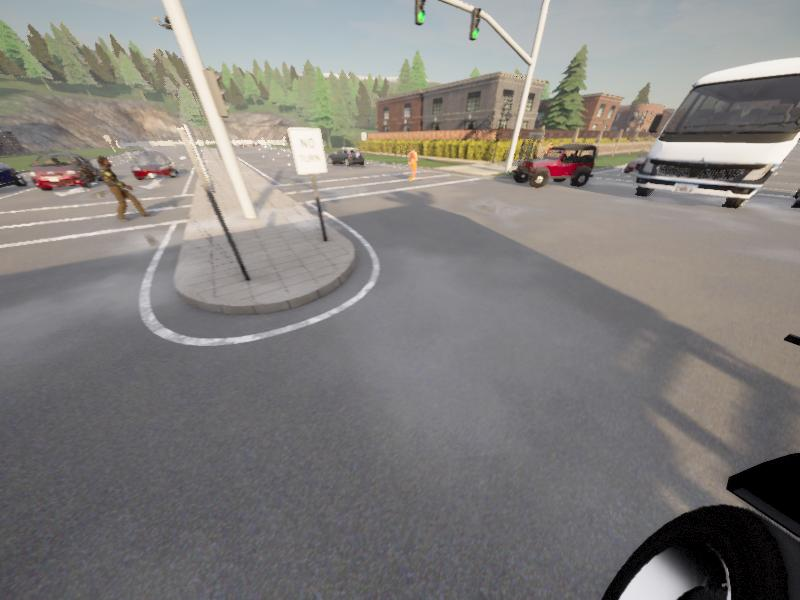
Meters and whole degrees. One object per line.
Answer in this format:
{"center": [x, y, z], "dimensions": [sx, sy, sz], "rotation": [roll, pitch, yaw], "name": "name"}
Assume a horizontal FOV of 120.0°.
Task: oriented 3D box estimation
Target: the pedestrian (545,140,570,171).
{"center": [11.526, -10.624, 16.945], "dimensions": [0.751, 1.860, 0.751], "rotation": [29, 45, 35], "name": "pedestrian"}

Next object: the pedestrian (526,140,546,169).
{"center": [10.545, -11.358, 17.994], "dimensions": [0.751, 1.860, 0.751], "rotation": [11, 37, 15], "name": "pedestrian"}

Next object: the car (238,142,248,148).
{"center": [-45.836, -45.399, 67.520], "dimensions": [1.895, 1.301, 4.718], "rotation": [-16, 38, -21], "name": "car"}

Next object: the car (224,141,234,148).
{"center": [-47.865, -43.476, 64.642], "dimensions": [1.837, 1.490, 4.892], "rotation": [-19, 39, -24], "name": "car"}

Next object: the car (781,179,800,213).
{"center": [16.364, -4.146, 8.329], "dimensions": [4.902, 1.511, 2.128], "rotation": [-22, 41, -28], "name": "car"}

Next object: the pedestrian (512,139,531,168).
{"center": [9.384, -11.313, 17.865], "dimensions": [0.751, 1.860, 0.751], "rotation": [10, 37, 15], "name": "pedestrian"}

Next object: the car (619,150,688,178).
{"center": [17.772, -9.614, 16.191], "dimensions": [4.181, 1.385, 1.994], "rotation": [-22, 40, -27], "name": "car"}

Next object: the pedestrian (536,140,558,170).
{"center": [11.051, -10.944, 17.402], "dimensions": [0.751, 1.860, 0.751], "rotation": [25, 42, 31], "name": "pedestrian"}

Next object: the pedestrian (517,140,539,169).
{"center": [9.950, -11.367, 18.011], "dimensions": [0.751, 1.860, 0.751], "rotation": [-23, 41, -29], "name": "pedestrian"}

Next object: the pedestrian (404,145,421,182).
{"center": [0.757, -8.219, 13.894], "dimensions": [0.751, 1.860, 0.751], "rotation": [15, 38, 21], "name": "pedestrian"}

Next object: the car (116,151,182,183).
{"center": [-17.192, -9.452, 16.167], "dimensions": [2.163, 1.488, 4.792], "rotation": [-22, 40, -27], "name": "car"}

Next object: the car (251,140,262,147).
{"center": [-44.006, -48.033, 70.822], "dimensions": [2.097, 1.767, 4.553], "rotation": [-14, 37, -18], "name": "car"}

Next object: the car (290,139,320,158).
{"center": [-13.932, -22.234, 33.767], "dimensions": [2.150, 2.045, 5.566], "rotation": [-22, 41, -28], "name": "car"}

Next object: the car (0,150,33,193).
{"center": [-21.774, -6.278, 11.436], "dimensions": [2.097, 1.767, 4.553], "rotation": [-22, 40, -27], "name": "car"}

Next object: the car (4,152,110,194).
{"center": [-18.822, -7.296, 13.017], "dimensions": [1.851, 1.617, 3.988], "rotation": [-22, 40, -27], "name": "car"}

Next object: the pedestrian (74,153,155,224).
{"center": [-8.845, -3.505, 7.295], "dimensions": [0.751, 1.860, 0.751], "rotation": [-22, 41, -28], "name": "pedestrian"}

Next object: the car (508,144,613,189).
{"center": [8.389, -7.220, 12.423], "dimensions": [3.866, 1.878, 1.905], "rotation": [-4, 35, -5], "name": "car"}

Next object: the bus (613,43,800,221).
{"center": [14.655, -6.954, 9.945], "dimensions": [10.273, 4.253, 3.944], "rotation": [-22, 41, -28], "name": "bus"}

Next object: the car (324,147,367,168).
{"center": [-5.261, -13.744, 22.152], "dimensions": [3.806, 1.475, 1.970], "rotation": [28, 44, 34], "name": "car"}
